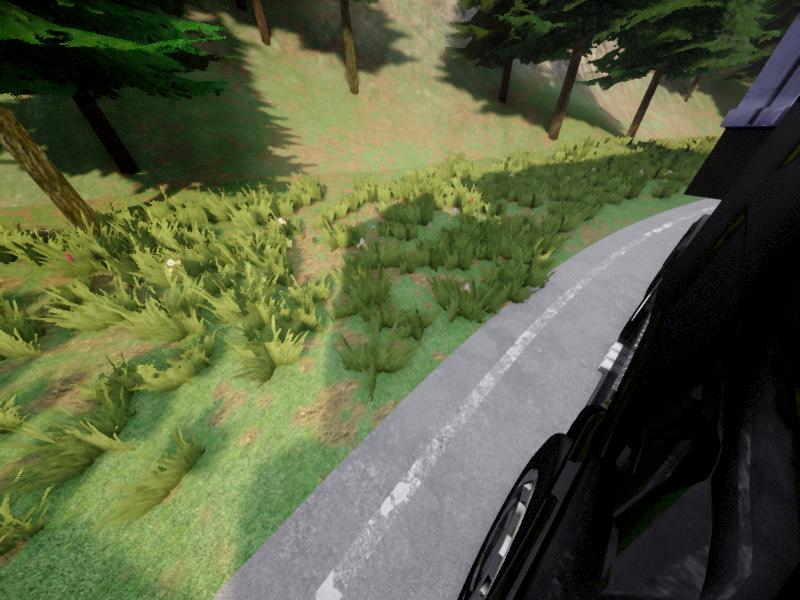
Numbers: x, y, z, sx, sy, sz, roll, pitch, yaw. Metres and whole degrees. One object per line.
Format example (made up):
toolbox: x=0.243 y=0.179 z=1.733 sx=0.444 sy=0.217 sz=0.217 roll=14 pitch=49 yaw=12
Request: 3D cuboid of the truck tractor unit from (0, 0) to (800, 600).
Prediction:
truck tractor unit: x=2.645 y=-0.295 z=0.351 sx=6.516 sy=4.208 sz=3.053 roll=-28 pitch=44 yaw=-30

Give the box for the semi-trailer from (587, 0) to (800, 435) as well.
semi-trailer: x=9.427 y=-2.971 z=3.334 sx=14.254 sy=4.402 sz=2.717 roll=-19 pitch=40 yaw=-20
